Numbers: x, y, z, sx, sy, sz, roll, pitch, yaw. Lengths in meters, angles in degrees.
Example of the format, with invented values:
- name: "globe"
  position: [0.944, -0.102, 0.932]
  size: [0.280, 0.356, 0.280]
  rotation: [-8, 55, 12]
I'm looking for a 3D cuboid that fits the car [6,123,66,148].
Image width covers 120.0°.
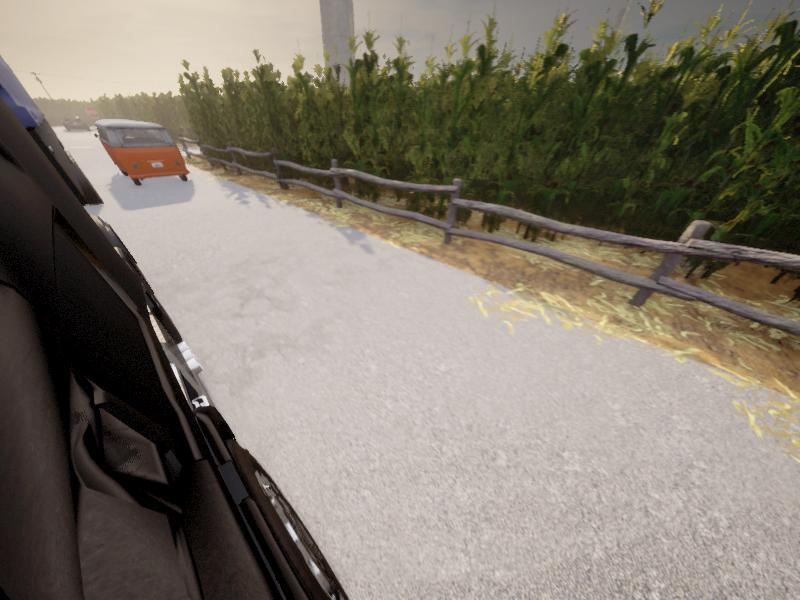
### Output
- name: "car"
  position: [-27.675, -12.582, 17.612]
  size: [4.718, 1.301, 1.895]
  rotation: [27, 43, 29]

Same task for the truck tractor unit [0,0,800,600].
- name: "truck tractor unit"
  position: [-2.645, -0.295, 0.351]
  size: [6.516, 4.208, 3.053]
  rotation: [28, 44, 30]

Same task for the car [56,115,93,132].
- name: "car"
  position: [-45.262, -24.543, 32.131]
  size: [4.611, 1.667, 2.242]
  rotation: [28, 44, 30]

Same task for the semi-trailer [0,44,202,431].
- name: "semi-trailer"
  position: [-8.703, -3.602, 4.223]
  size: [14.254, 4.402, 2.717]
  rotation: [28, 44, 30]

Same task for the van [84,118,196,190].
- name: "van"
  position: [-10.584, -6.079, 9.420]
  size: [4.442, 1.987, 1.775]
  rotation: [28, 44, 30]
